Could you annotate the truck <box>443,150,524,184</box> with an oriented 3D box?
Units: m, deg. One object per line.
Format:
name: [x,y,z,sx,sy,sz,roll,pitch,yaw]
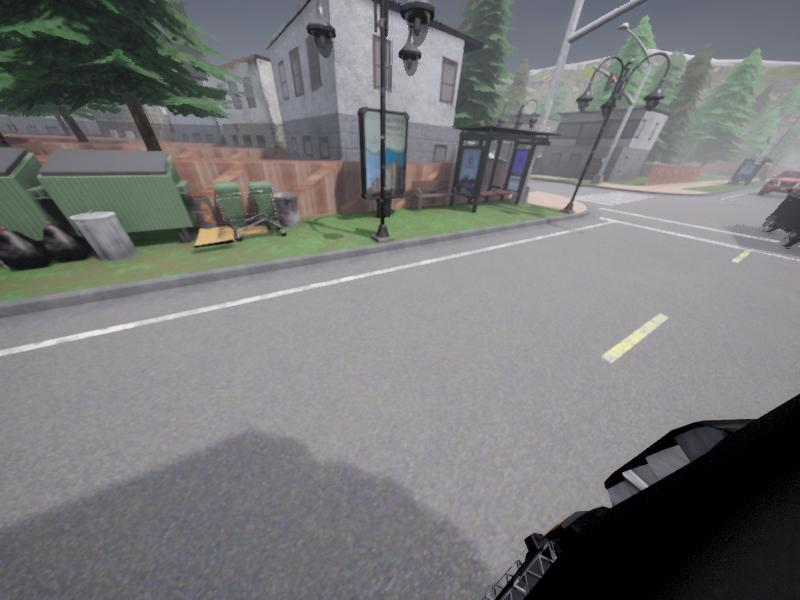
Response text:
truck: [7.093,-11.960,20.604,2.390,2.098,6.274,-22,41,-33]

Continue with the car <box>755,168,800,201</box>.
car: [33.402,-9.942,19.703,5.566,2.045,2.150,-16,38,-26]

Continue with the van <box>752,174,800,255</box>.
van: [14.083,-2.762,7.425,4.442,1.987,1.775,-27,44,-37]

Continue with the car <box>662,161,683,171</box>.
car: [69.314,-33.994,58.645,4.605,1.855,1.932,-17,38,-27]

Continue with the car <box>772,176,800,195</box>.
car: [40.295,-11.631,23.402,4.181,1.385,1.994,-16,38,-26]
